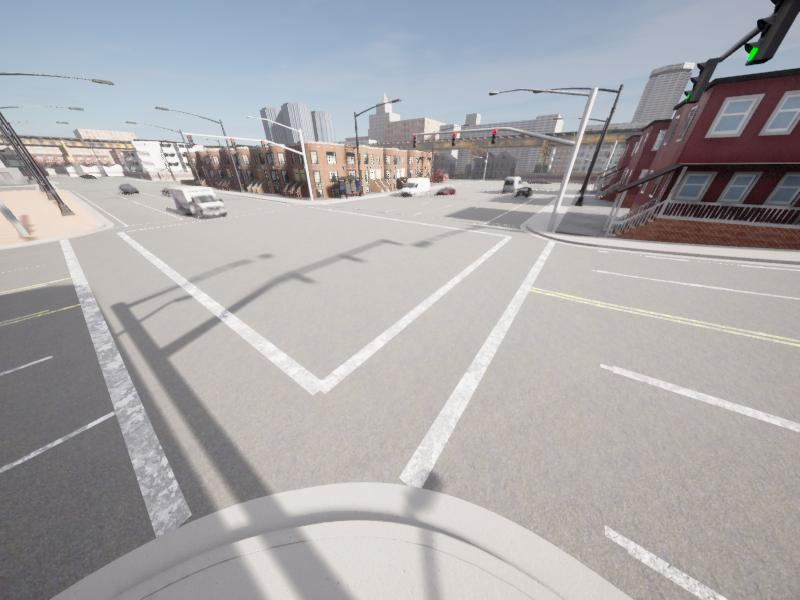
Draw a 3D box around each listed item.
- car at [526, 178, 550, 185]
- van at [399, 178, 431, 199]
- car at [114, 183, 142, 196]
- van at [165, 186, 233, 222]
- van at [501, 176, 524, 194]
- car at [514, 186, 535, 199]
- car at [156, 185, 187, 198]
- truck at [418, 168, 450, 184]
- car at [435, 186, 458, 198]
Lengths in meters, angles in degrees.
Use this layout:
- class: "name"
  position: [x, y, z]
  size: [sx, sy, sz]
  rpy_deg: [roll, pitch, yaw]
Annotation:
- class: "car"
  position: [36.740, -31.552, 61.439]
  size: [4.902, 1.511, 2.128]
  rpy_deg: [20, 36, 31]
- class: "van"
  position: [2.476, -17.602, 36.248]
  size: [1.988, 2.561, 5.915]
  rpy_deg: [20, 36, 31]
- class: "car"
  position: [-46.114, -18.765, 39.161]
  size: [5.238, 1.638, 1.930]
  rpy_deg: [20, 36, 31]
- class: "van"
  position: [-19.007, -9.227, 21.854]
  size: [6.366, 2.431, 2.351]
  rpy_deg: [19, 35, 29]
- class: "van"
  position: [20.738, -21.136, 42.365]
  size: [1.988, 2.561, 5.915]
  rpy_deg: [20, 35, 31]
- class: "car"
  position: [19.525, -16.886, 36.103]
  size: [1.812, 1.442, 4.674]
  rpy_deg: [20, 36, 31]
- class: "car"
  position: [-36.566, -17.381, 36.893]
  size: [4.902, 1.511, 2.128]
  rpy_deg: [20, 36, 31]
- class: "truck"
  position: [9.723, -36.003, 66.829]
  size: [8.468, 3.827, 2.891]
  rpy_deg: [20, 36, 31]
- class: "car"
  position: [7.541, -17.575, 37.370]
  size: [1.994, 1.385, 4.181]
  rpy_deg: [20, 36, 31]
